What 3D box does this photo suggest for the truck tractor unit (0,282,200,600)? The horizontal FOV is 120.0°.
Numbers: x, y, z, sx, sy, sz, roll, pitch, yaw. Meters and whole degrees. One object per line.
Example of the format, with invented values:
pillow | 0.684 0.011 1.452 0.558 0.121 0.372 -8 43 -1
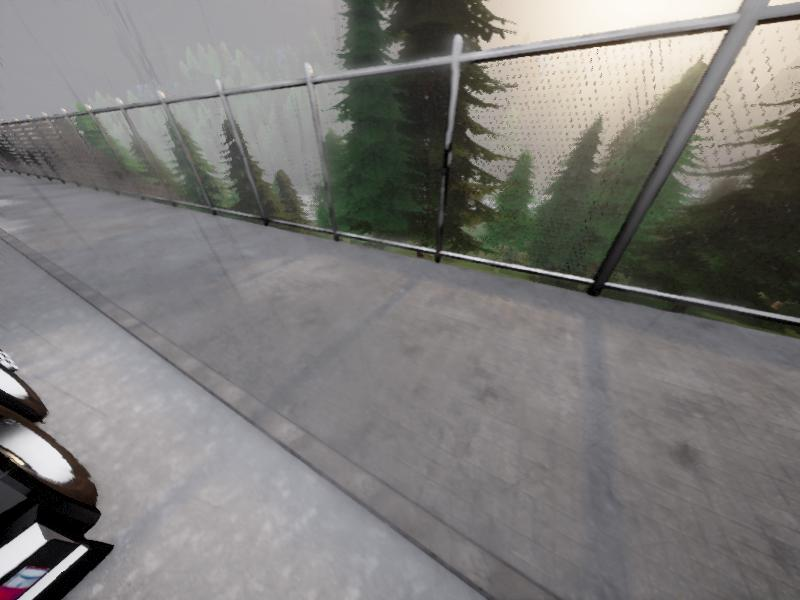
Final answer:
truck tractor unit | -5.144 -0.265 0.739 6.516 4.208 3.053 17 38 23
